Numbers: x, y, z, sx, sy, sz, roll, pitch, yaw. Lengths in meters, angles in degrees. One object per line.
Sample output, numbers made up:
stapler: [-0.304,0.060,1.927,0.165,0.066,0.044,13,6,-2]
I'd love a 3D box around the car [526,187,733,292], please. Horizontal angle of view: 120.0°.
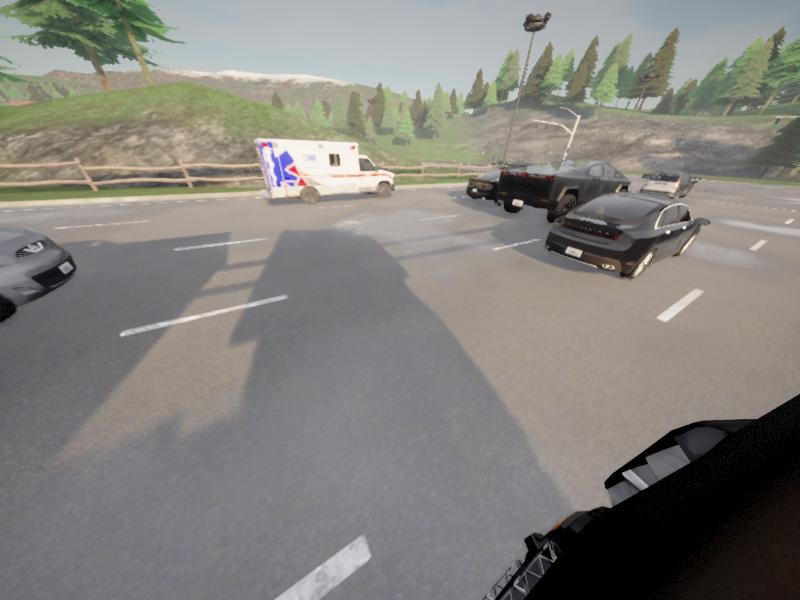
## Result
car: [5.780,-1.830,5.812,4.892,1.490,1.837,-16,37,-26]

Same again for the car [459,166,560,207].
car: [6.013,-6.347,12.677,5.238,1.638,1.930,-16,37,-26]

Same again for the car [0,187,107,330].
car: [-6.997,-0.336,2.799,3.633,1.501,1.845,-16,37,-26]

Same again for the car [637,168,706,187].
car: [28.723,-13.148,24.711,1.895,1.301,4.718,2,33,0]

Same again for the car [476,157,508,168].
car: [17.835,-26.754,44.862,5.238,1.638,1.930,26,40,32]

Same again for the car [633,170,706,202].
car: [17.923,-7.670,15.383,3.988,1.617,1.851,-17,38,-27]

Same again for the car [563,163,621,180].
car: [24.354,-16.543,29.642,2.033,1.411,5.357,-10,35,-18]

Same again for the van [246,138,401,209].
van: [-3.329,-6.162,11.173,6.366,2.431,2.351,-16,37,-26]

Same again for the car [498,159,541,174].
car: [17.206,-19.396,33.545,5.008,1.535,1.882,29,40,34]

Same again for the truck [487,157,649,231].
truck: [7.021,-4.635,9.659,6.274,2.098,2.390,-16,37,-26]

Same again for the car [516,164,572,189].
car: [11.841,-10.265,19.076,3.988,1.617,1.851,-18,38,-27]
